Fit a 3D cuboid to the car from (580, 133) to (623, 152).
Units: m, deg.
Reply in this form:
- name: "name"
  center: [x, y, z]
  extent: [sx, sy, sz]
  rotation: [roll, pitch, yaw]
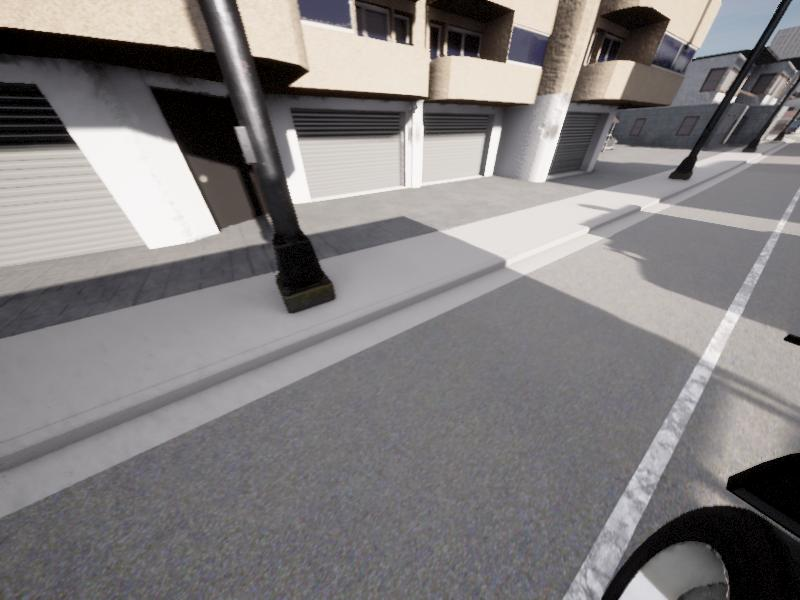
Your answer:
- name: "car"
  center: [21.835, -17.102, 25.059]
  extent: [3.806, 1.475, 1.970]
  rotation: [-23, 41, -25]

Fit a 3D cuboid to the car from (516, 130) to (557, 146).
- name: "car"
  center: [18.252, -21.637, 30.844]
  extent: [5.027, 1.636, 2.152]
  rotation: [-22, 40, -26]

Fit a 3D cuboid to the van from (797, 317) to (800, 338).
- name: "van"
  center: [8.709, -0.965, 3.068]
  extent: [6.366, 2.431, 2.351]
  rotation: [-21, 40, -26]
